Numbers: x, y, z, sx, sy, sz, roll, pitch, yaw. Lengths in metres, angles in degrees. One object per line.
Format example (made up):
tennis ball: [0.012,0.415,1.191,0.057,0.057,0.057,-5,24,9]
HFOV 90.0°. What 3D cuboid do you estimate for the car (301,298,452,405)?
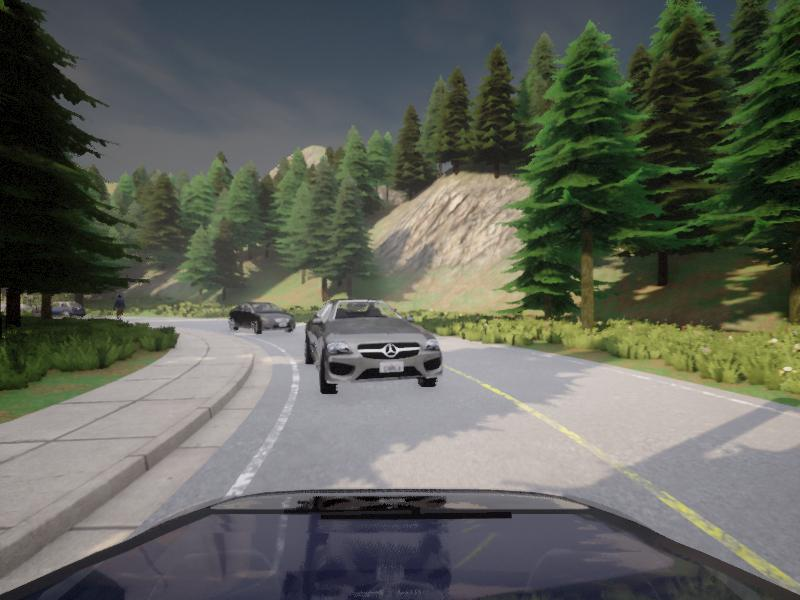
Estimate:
car: [-0.909,0.798,8.882,2.152,1.651,5.027,0,0,-18]

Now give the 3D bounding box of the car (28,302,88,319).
car: [-31.484,0.933,36.915,3.806,1.475,1.970,0,0,-1]

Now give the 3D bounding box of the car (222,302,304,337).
car: [-7.057,0.876,20.219,2.128,1.511,4.902,0,0,-43]

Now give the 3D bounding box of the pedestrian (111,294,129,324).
pedestrian: [-17.386,0.537,24.823,0.751,1.860,0.751,0,0,38]
